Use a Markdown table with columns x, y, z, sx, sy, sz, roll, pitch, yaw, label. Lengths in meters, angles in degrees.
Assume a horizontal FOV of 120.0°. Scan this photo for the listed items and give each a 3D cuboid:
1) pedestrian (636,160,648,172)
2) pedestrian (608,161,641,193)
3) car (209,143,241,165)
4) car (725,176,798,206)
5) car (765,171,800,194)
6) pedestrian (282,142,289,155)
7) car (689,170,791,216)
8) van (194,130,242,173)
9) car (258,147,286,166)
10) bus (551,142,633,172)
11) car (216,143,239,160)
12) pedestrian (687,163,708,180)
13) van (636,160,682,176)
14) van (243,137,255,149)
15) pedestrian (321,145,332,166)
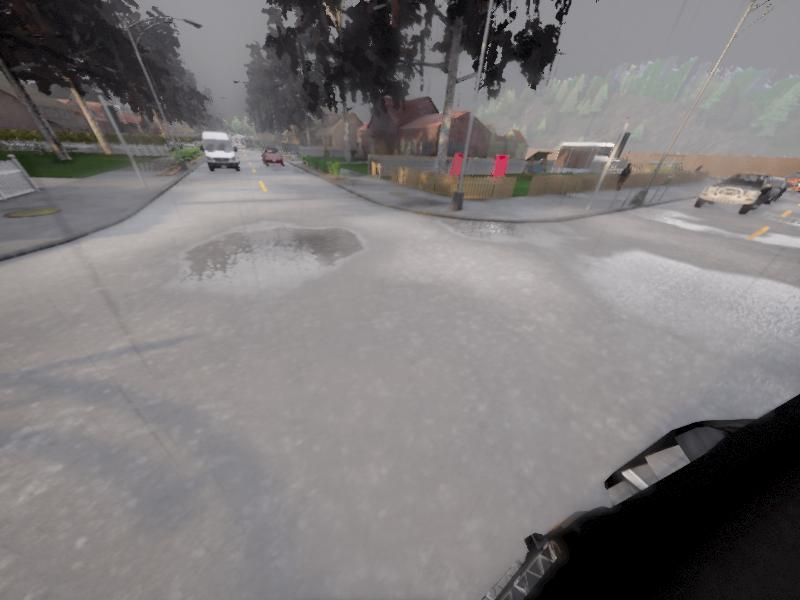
| x | y | z | sx | sy | sz | roll | pitch | yaw | label |
| --- | --- | --- | --- | --- | --- | --- | --- | --- | --- |
| 45.369 | -25.140 | 43.320 | 0.751 | 1.860 | 0.751 | -20 | 40 | -31 | pedestrian |
| 15.470 | -8.475 | 15.971 | 0.751 | 1.860 | 0.751 | -16 | 38 | -26 | pedestrian |
| -18.305 | -15.461 | 24.374 | 2.152 | 1.651 | 5.027 | -16 | 38 | -26 | car |
| 25.474 | -7.794 | 16.267 | 4.892 | 1.490 | 1.837 | -16 | 38 | -26 | car |
| 40.406 | -12.093 | 23.598 | 4.553 | 1.767 | 2.097 | -13 | 37 | -23 | car |
| -20.458 | -27.118 | 41.310 | 0.751 | 1.860 | 0.751 | -13 | 37 | -22 | pedestrian |
| 18.665 | -6.006 | 12.712 | 4.605 | 1.855 | 1.932 | -16 | 38 | -26 | car |
| -14.453 | -12.035 | 18.690 | 1.988 | 2.561 | 5.915 | -16 | 38 | -26 | van |
| -13.337 | -14.908 | 24.000 | 1.845 | 1.501 | 3.633 | -16 | 38 | -26 | car |
| 35.404 | -26.985 | 43.413 | 3.944 | 4.253 | 10.273 | -16 | 38 | -26 | bus |
| -21.908 | -19.005 | 29.475 | 1.801 | 1.575 | 5.366 | -16 | 38 | -26 | car |
| 38.815 | -16.723 | 30.155 | 0.751 | 1.860 | 0.751 | -18 | 39 | -28 | pedestrian |
| 43.522 | -22.231 | 38.921 | 1.775 | 1.987 | 4.442 | -16 | 38 | -26 | van |
| -43.164 | -44.904 | 65.940 | 1.988 | 2.561 | 5.915 | -16 | 38 | -26 | van |
| -7.975 | -15.658 | 25.006 | 0.751 | 1.860 | 0.751 | -16 | 38 | -26 | pedestrian |
